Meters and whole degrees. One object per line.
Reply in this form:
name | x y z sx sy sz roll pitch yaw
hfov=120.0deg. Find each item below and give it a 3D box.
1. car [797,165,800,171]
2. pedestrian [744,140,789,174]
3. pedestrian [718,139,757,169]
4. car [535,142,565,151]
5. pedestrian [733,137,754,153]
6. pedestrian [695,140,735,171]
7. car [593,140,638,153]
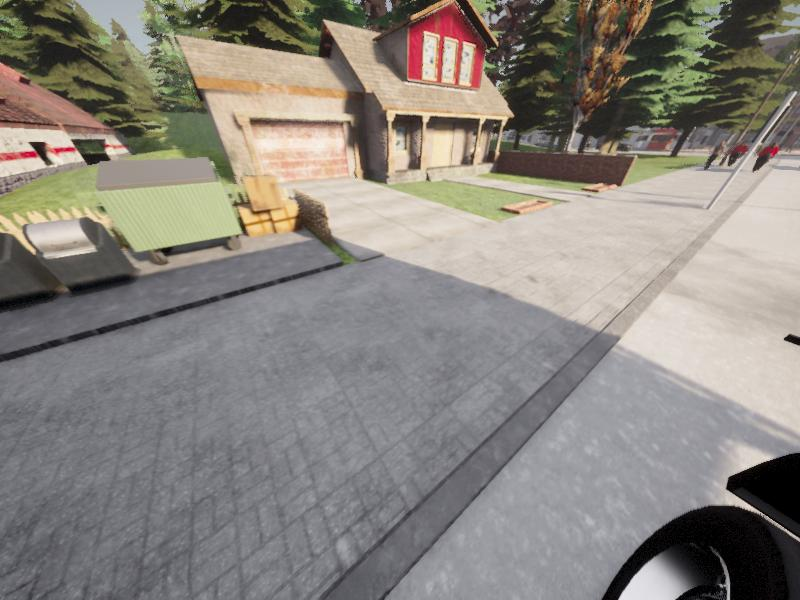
car | 32.624 -10.756 17.620 4.193 1.474 1.816 -22 41 -28
pedestrian | 24.006 -9.380 15.178 0.751 1.860 0.751 -24 42 -30
pedestrian | 26.000 -11.264 17.833 0.751 1.860 0.751 -17 39 -22
car | 30.517 -31.344 47.215 1.812 1.442 4.674 -22 41 -28
pedestrian | 49.960 -22.534 33.621 0.751 1.860 0.751 13 37 18
pedestrian | 22.728 -10.451 16.705 0.751 1.860 0.751 -17 38 -22
car | 36.803 -26.441 39.687 2.152 1.651 5.027 -22 41 -28
